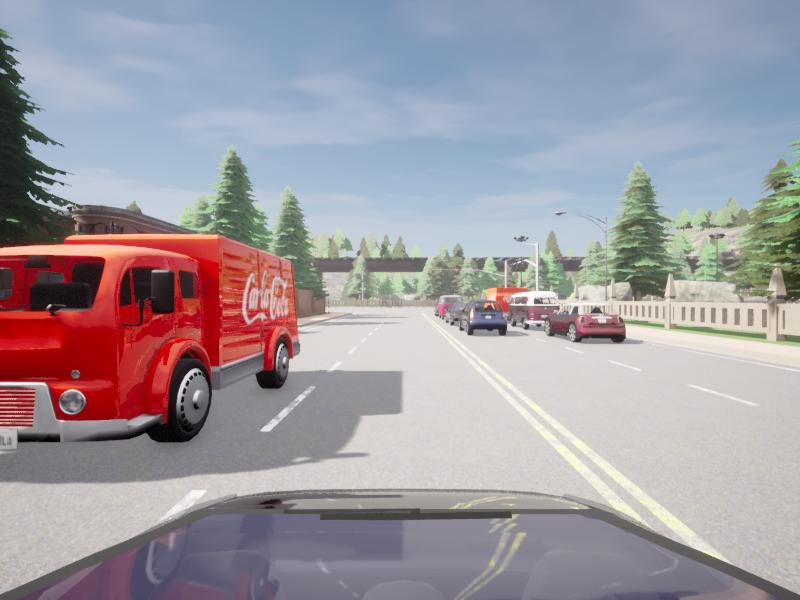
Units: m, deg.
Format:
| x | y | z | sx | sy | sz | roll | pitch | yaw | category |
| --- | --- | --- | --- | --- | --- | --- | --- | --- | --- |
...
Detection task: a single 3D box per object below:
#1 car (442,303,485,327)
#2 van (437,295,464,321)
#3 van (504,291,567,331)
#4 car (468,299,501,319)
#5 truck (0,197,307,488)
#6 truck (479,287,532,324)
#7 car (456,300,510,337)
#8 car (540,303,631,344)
| x | y | z | sx | sy | sz | roll | pitch | yaw | category |
| --- | --- | --- | --- | --- | --- | --- | --- | --- | --- |
| 4.012 | 0.895 | 26.078 | 2.033 | 1.411 | 5.357 | 0 | 0 | 1 | car |
| 4.143 | 0.599 | 33.180 | 1.775 | 1.987 | 4.442 | 0 | 0 | 1 | van |
| 7.443 | 0.571 | 22.492 | 2.069 | 2.038 | 4.480 | 0 | 0 | 1 | van |
| 7.714 | 0.778 | 36.930 | 2.033 | 1.649 | 4.856 | 0 | 0 | 1 | car |
| -3.370 | 0.353 | 6.016 | 2.627 | 2.467 | 5.204 | 0 | 0 | 1 | truck |
| 7.576 | 0.357 | 29.430 | 2.627 | 2.467 | 5.204 | 0 | 0 | 1 | truck |
| 3.884 | 0.788 | 19.320 | 1.851 | 1.617 | 3.988 | 0 | 0 | 1 | car |
| 7.326 | 0.853 | 16.244 | 1.970 | 1.475 | 3.806 | 0 | 0 | 1 | car |
